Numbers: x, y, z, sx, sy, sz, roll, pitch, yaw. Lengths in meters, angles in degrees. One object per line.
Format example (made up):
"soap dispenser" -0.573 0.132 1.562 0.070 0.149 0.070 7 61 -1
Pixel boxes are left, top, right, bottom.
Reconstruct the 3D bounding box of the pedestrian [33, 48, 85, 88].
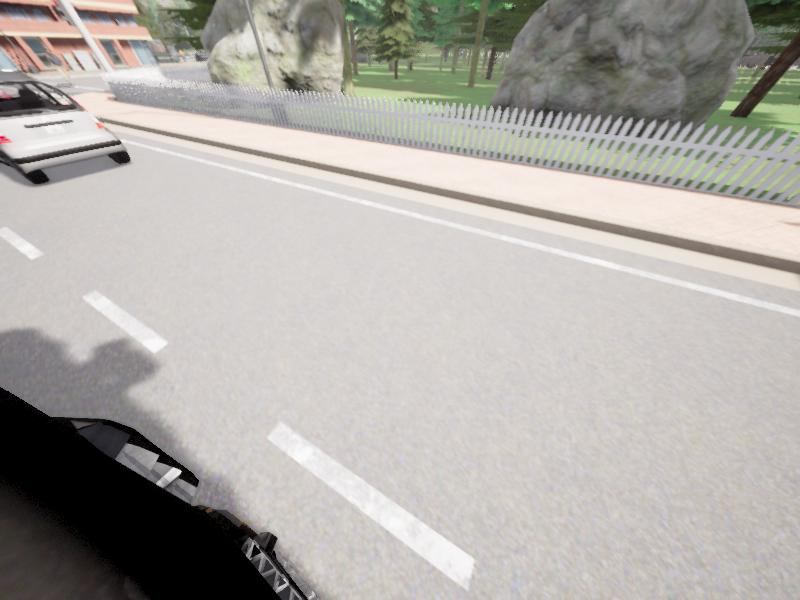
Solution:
"pedestrian" -22.485 -15.340 15.298 0.751 1.860 0.751 16 49 14

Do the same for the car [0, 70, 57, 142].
"car" -13.920 -6.159 7.095 4.611 1.667 2.242 22 51 19

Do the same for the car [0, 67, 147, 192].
"car" -8.405 -3.956 5.139 3.988 1.617 1.851 21 51 18
